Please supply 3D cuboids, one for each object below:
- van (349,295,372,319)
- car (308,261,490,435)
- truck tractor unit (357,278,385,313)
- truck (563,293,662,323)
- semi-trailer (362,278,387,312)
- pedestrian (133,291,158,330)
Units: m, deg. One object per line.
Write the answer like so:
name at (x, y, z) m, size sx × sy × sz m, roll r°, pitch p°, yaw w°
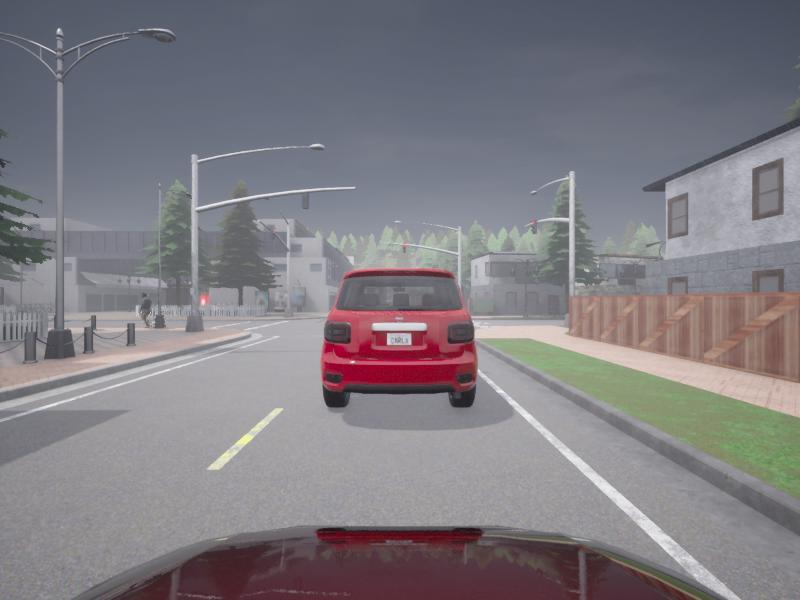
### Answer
van at (-3.424, 0.598, 35.446) m, size 1.775 × 1.987 × 4.442 m, roll 0°, pitch 0°, yaw -2°
car at (-0.013, 0.568, 7.496) m, size 2.150 × 2.045 × 5.566 m, roll 0°, pitch 0°, yaw 0°
truck tractor unit at (-3.567, -0.524, 50.895) m, size 3.053 × 4.208 × 6.516 m, roll 0°, pitch -1°, yaw 0°
truck at (15.605, 0.522, 29.463) m, size 6.274 × 2.098 × 2.390 m, roll 0°, pitch 0°, yaw -9°
semi-trailer at (-3.526, -0.618, 58.804) m, size 2.717 × 4.402 × 14.254 m, roll 0°, pitch 0°, yaw 0°
pedestrian at (-12.465, 0.500, 19.611) m, size 0.751 × 1.860 × 0.751 m, roll 0°, pitch 0°, yaw 2°
